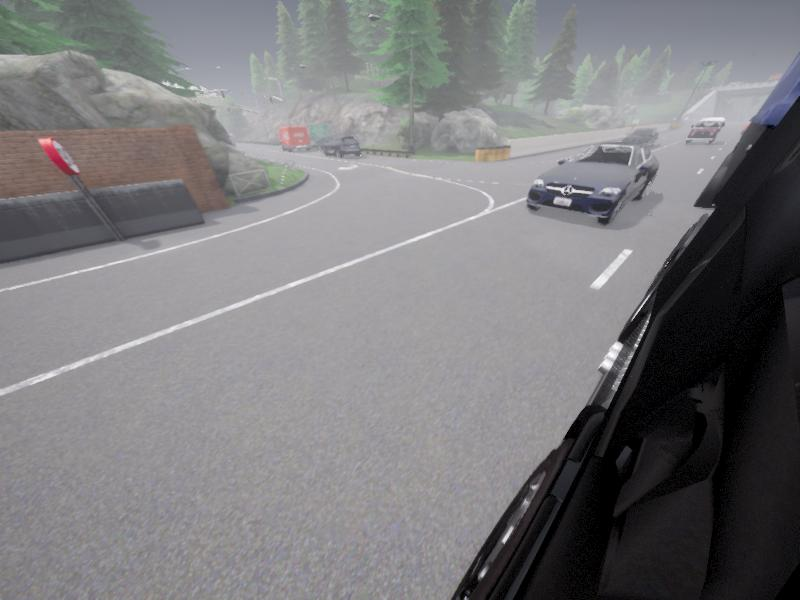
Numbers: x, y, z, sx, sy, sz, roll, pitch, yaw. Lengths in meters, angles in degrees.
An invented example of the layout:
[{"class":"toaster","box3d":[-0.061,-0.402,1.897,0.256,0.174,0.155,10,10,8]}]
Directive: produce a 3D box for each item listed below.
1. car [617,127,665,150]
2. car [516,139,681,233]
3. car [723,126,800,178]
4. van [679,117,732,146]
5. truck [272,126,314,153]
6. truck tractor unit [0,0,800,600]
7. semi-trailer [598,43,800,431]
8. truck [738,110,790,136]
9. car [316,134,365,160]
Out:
[{"class":"car","box3d":[22.459,-15.084,21.485,4.892,1.490,1.837,-28,44,-30]},{"class":"car","box3d":[6.086,-3.773,7.032,5.027,1.651,2.152,-28,44,-30]},{"class":"car","box3d":[17.705,-7.154,10.981,4.856,1.649,2.033,-28,44,-30]},{"class":"van","box3d":[29.198,-16.111,22.070,4.480,2.038,2.069,-28,44,-30]},{"class":"truck","box3d":[-13.087,-19.562,28.119,2.627,2.467,5.204,-27,44,-29]},{"class":"truck tractor unit","box3d":[2.645,-0.295,0.351,6.516,4.208,3.053,-28,44,-30]},{"class":"semi-trailer","box3d":[8.702,-3.566,4.275,14.254,4.402,2.717,-28,44,-30]},{"class":"truck","box3d":[47.633,-23.281,30.408,5.204,2.467,2.627,-28,44,-30]},{"class":"car","box3d":[-5.415,-13.827,20.745,2.033,1.649,4.856,-27,44,-29]}]
